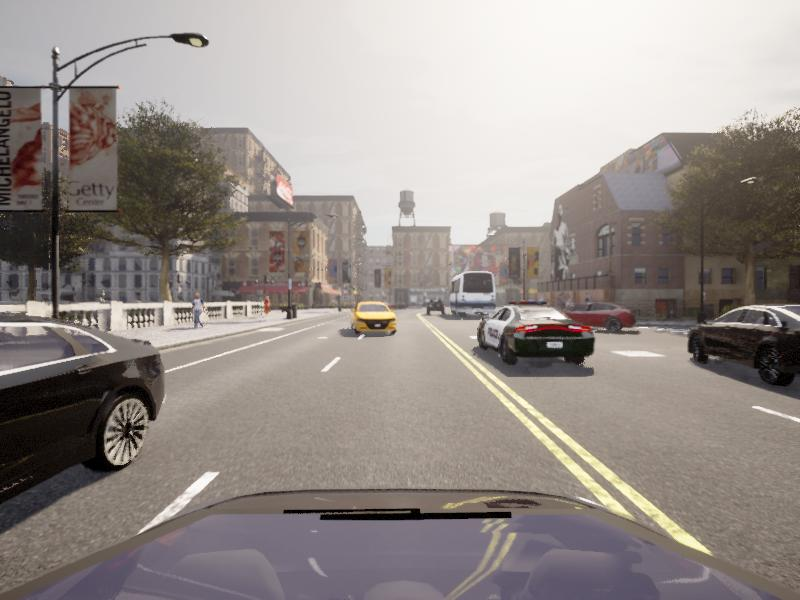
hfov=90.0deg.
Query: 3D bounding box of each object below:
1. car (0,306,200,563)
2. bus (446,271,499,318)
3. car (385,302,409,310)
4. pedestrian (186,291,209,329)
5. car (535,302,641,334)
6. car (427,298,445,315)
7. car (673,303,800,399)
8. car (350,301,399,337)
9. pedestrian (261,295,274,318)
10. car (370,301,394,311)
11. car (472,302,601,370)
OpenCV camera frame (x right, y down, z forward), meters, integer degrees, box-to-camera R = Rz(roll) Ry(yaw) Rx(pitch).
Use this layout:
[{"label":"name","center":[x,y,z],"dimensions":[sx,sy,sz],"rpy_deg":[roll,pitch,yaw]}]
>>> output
[{"label":"car","center":[-3.486,0.836,2.393],"dimensions":[2.128,1.511,4.902],"rpy_deg":[0,0,0]},{"label":"bus","center":[7.164,-0.515,41.498],"dimensions":[3.944,4.253,10.273],"rpy_deg":[0,0,2]},{"label":"car","center":[-0.479,0.967,66.103],"dimensions":[1.895,1.301,4.718],"rpy_deg":[0,0,30]},{"label":"pedestrian","center":[-10.097,0.494,19.975],"dimensions":[0.751,1.860,0.751],"rpy_deg":[0,0,12]},{"label":"car","center":[9.945,0.861,21.346],"dimensions":[4.792,1.488,2.163],"rpy_deg":[0,0,37]},{"label":"car","center":[4.161,0.671,45.974],"dimensions":[1.932,1.855,4.605],"rpy_deg":[0,0,6]},{"label":"car","center":[8.072,0.839,8.570],"dimensions":[2.128,1.511,4.902],"rpy_deg":[0,0,14]},{"label":"car","center":[-1.404,0.832,19.756],"dimensions":[1.882,1.535,5.008],"rpy_deg":[0,0,-10]},{"label":"pedestrian","center":[-10.828,0.499,32.587],"dimensions":[0.751,1.860,0.751],"rpy_deg":[0,0,8]},{"label":"car","center":[-2.663,0.890,60.805],"dimensions":[2.002,1.452,4.674],"rpy_deg":[0,0,20]},{"label":"car","center":[3.554,0.830,11.572],"dimensions":[2.038,1.542,4.974],"rpy_deg":[0,0,0]}]
